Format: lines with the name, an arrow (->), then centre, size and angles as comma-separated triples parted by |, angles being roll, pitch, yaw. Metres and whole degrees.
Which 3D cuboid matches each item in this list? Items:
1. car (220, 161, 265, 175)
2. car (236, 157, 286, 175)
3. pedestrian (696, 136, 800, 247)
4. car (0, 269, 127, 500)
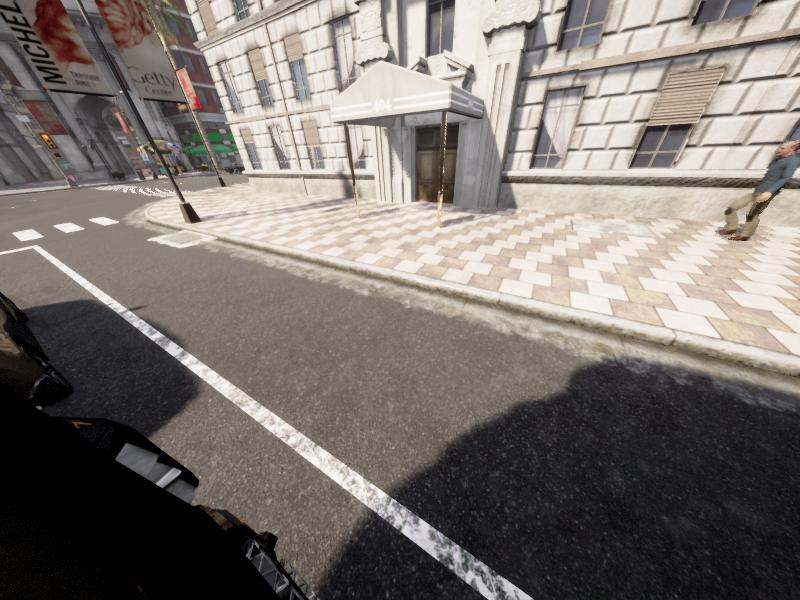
car -> -21.808, -18.455, 32.250 | 1.895, 1.301, 4.718 | 16, 38, 27
car -> -18.482, -18.038, 31.052 | 1.930, 1.638, 5.238 | 16, 38, 26
pedestrian -> 7.160, -2.120, 4.584 | 0.751, 1.860, 0.751 | 17, 39, 27
car -> -5.465, 0.515, 2.227 | 4.902, 1.511, 2.128 | 15, 38, 25
